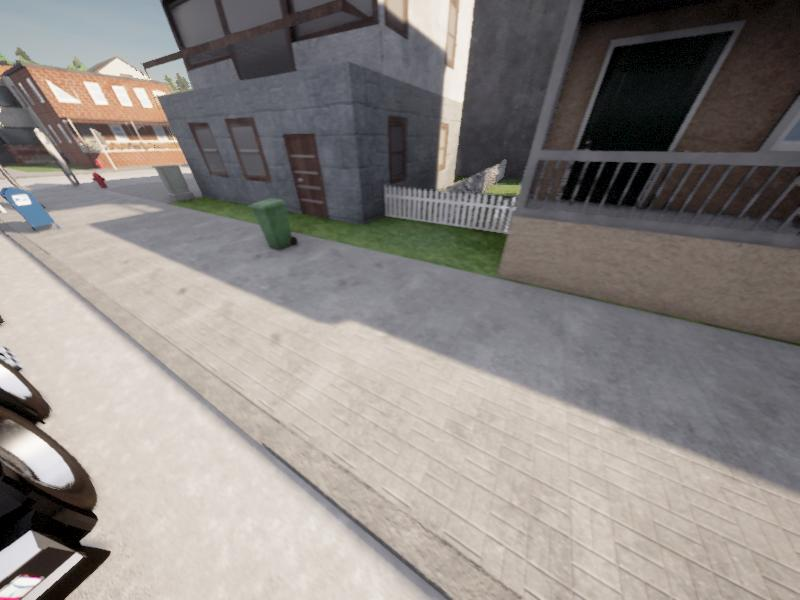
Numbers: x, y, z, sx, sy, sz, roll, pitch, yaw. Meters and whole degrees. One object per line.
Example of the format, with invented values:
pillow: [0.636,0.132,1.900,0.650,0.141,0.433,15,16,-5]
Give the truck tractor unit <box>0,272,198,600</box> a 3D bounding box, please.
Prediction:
truck tractor unit: [-5.128,-0.282,0.764,6.516,4.208,3.053,18,39,24]
